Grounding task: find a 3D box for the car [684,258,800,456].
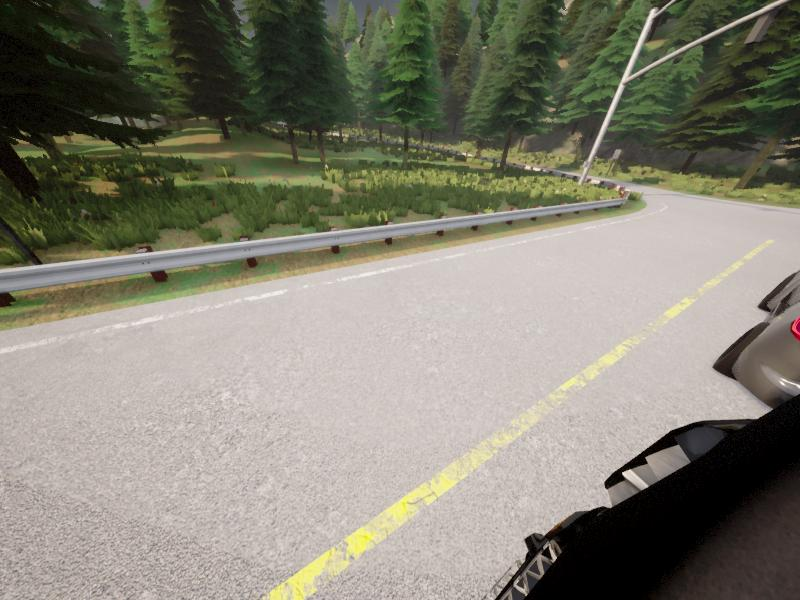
[{"bbox_3d":[5.830,0.331,2.377,4.611,1.667,2.242,-16,38,-26],"label":"car"}]
